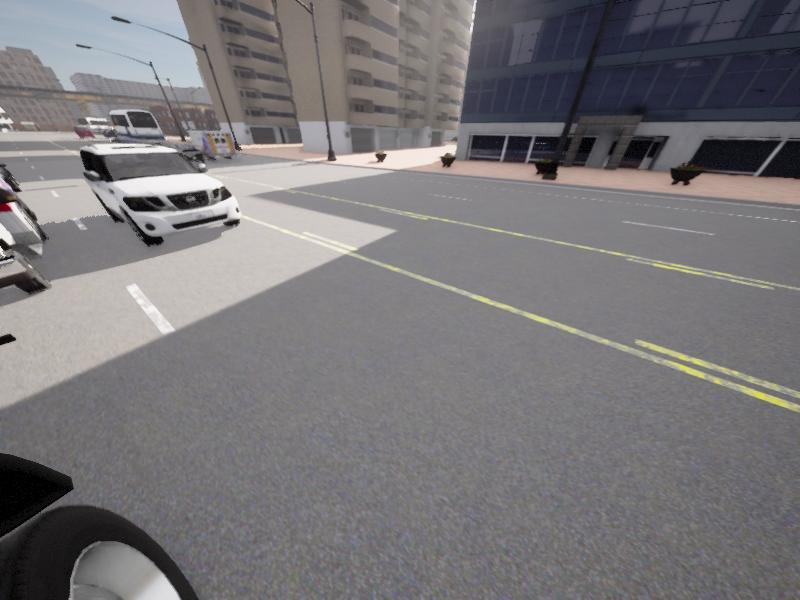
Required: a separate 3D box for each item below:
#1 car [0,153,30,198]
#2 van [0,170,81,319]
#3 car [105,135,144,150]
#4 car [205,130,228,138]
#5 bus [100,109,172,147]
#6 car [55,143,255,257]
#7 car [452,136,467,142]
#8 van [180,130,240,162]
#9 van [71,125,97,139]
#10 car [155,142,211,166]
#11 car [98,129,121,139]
[{"bbox_3d":[-19.452,-5.758,10.526,4.902,1.511,2.128,23,41,28],"label":"car"},{"bbox_3d":[-8.789,-1.628,4.030,6.366,2.431,2.351,23,41,28],"label":"van"},{"bbox_3d":[-36.794,-21.071,30.870,5.357,1.411,2.033,25,42,27],"label":"car"},{"bbox_3d":[-53.008,-48.007,66.861,2.242,1.667,4.611,25,42,29],"label":"car"},{"bbox_3d":[-40.670,-26.492,35.568,10.273,4.253,3.944,25,42,27],"label":"bus"},{"bbox_3d":[-7.084,-3.254,6.677,5.566,2.045,2.150,22,41,28],"label":"car"},{"bbox_3d":[18.452,-49.849,71.493,3.988,1.617,1.851,25,42,29],"label":"car"},{"bbox_3d":[-20.413,-16.636,24.827,6.366,2.431,2.351,24,41,28],"label":"van"},{"bbox_3d":[-59.695,-31.663,43.605,4.442,1.987,1.775,24,41,28],"label":"van"},{"bbox_3d":[-20.113,-13.595,21.423,4.902,1.511,2.128,24,41,28],"label":"car"},{"bbox_3d":[-58.493,-33.494,46.534,3.633,1.501,1.845,24,41,28],"label":"car"}]
